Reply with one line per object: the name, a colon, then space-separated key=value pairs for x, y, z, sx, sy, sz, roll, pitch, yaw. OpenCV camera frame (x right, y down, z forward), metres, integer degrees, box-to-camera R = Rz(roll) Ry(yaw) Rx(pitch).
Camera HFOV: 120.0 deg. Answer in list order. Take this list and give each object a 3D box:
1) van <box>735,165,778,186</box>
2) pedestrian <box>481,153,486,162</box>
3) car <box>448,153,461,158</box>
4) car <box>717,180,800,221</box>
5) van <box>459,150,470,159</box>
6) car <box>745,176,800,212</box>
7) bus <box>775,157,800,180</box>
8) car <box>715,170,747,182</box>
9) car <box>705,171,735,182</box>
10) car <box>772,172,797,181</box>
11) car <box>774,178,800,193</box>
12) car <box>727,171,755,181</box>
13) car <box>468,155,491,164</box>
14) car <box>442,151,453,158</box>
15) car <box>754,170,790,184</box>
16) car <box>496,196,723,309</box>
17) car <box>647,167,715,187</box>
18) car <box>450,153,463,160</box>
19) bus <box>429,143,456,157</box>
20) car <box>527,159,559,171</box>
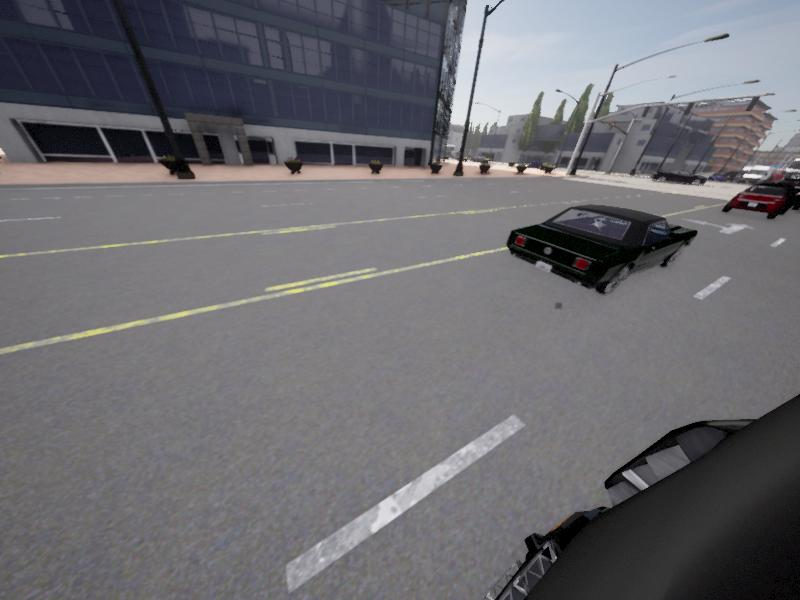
van: x=56.544 y=-19.773 z=36.647 sx=5.915 sy=2.561 sz=1.988 roll=-14 pitch=37 yaw=-25
pedestrian: x=21.032 y=-36.113 z=58.427 sx=0.751 sy=1.860 sz=0.751 roll=11 pitch=34 yaw=11
car: x=21.464 y=-56.846 z=90.923 sx=2.033 sy=1.411 sz=5.357 roll=-11 pitch=36 yaw=-22
car: x=19.309 y=-5.361 z=12.217 sx=4.193 sy=1.474 sz=1.816 roll=-15 pitch=37 yaw=-25
van: x=21.596 y=-48.663 z=77.382 sx=1.988 sy=2.561 sz=5.915 roll=17 pitch=35 yaw=19
car: x=25.350 y=-7.012 z=15.069 sx=5.238 sy=1.638 sz=1.930 roll=-15 pitch=37 yaw=-25
bus: x=93.140 y=-30.295 z=53.528 sx=10.273 sy=4.253 sz=3.944 roll=-15 pitch=37 yaw=-25
car: x=60.312 y=-22.575 z=42.063 sx=5.238 sy=1.638 sz=1.930 roll=-15 pitch=37 yaw=-25
car: x=54.194 y=-20.926 z=39.156 sx=4.193 sy=1.474 sz=1.816 roll=-14 pitch=37 yaw=-25
car: x=80.284 y=-25.785 z=48.281 sx=4.193 sy=1.474 sz=1.816 roll=-16 pitch=38 yaw=-24
car: x=48.129 y=-13.580 z=27.485 sx=4.181 sy=1.385 sz=1.994 roll=-3 pitch=34 yaw=-10
car: x=66.710 y=-24.265 z=45.163 sx=5.008 sy=1.535 sz=1.882 roll=-15 pitch=38 yaw=-25
car: x=18.826 y=-33.720 z=55.285 sx=2.033 sy=1.411 sz=5.357 roll=-11 pitch=36 yaw=-22
car: x=18.282 y=-56.422 z=89.526 sx=1.905 sy=1.878 sz=3.866 roll=-11 pitch=36 yaw=-22
car: x=68.665 y=-22.786 z=42.621 sx=5.566 sy=2.045 sz=2.150 roll=-15 pitch=38 yaw=-25
car: x=4.761 y=-1.409 z=5.283 sx=4.718 sy=1.301 sz=1.895 roll=-15 pitch=38 yaw=-25
car: x=34.461 y=-15.290 z=28.591 sx=5.008 sy=1.535 sz=1.882 roll=24 pitch=38 yaw=27
car: x=15.760 y=-40.007 z=64.469 sx=2.007 sy=1.525 sz=4.514 roll=1 pitch=33 yaw=-5
bus: x=17.687 y=-62.327 z=96.313 sx=10.273 sy=4.253 sz=3.944 roll=4 pitch=33 yaw=0
car: x=24.520 y=-23.266 z=39.800 sx=1.816 sy=1.474 sz=4.193 roll=-14 pitch=37 yaw=-25
